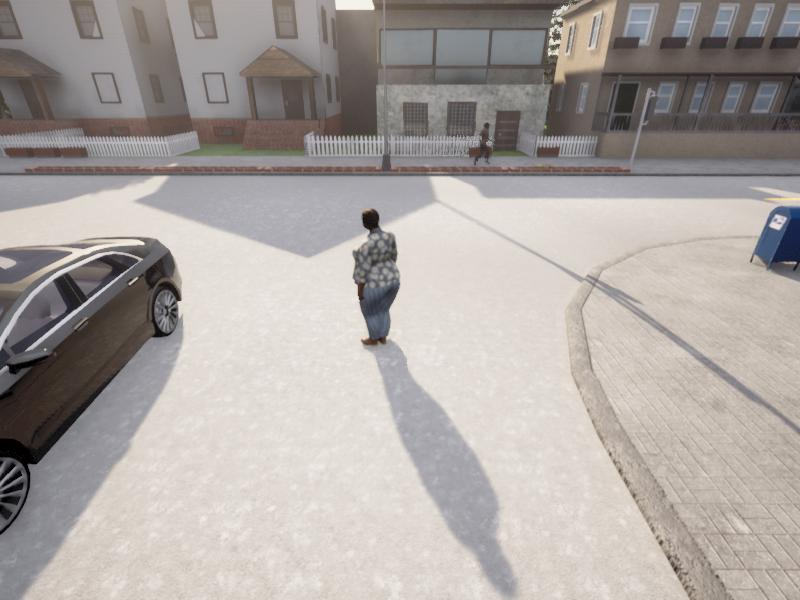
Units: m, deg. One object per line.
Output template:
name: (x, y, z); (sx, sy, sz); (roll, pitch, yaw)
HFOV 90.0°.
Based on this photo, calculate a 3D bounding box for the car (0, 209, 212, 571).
car: (-4.015, 0.469, 4.032); (2.128, 1.511, 4.902); (-2, 27, -3)

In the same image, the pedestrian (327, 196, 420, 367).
pedestrian: (-0.305, -0.239, 4.973); (0.751, 1.860, 0.751); (-24, 36, -38)

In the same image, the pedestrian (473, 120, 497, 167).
pedestrian: (3.734, -6.886, 17.656); (0.751, 1.860, 0.751); (0, 27, 1)
